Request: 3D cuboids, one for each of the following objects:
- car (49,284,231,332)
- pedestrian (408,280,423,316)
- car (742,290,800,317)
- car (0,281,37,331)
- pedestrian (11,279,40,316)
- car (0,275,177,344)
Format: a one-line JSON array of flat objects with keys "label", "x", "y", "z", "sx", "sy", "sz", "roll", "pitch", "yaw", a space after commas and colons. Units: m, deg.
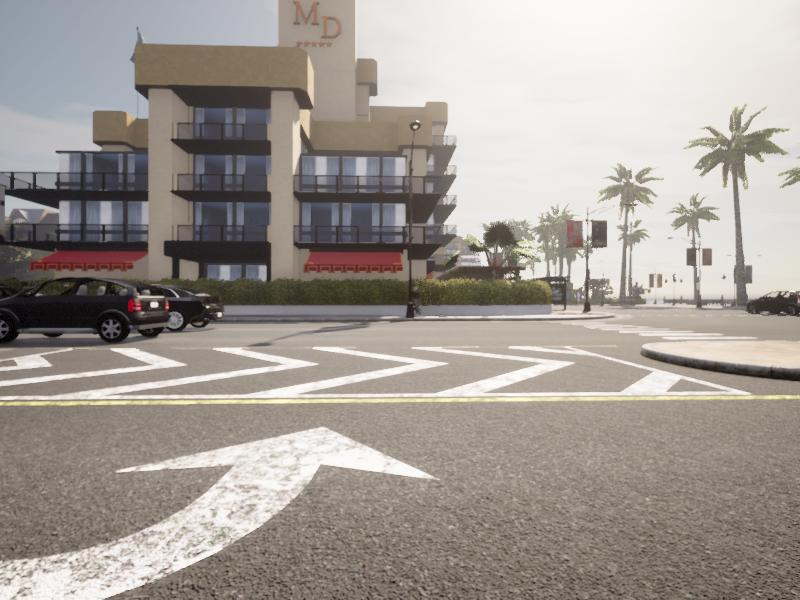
[{"label": "car", "x": -8.495, "y": 0.244, "z": 13.414, "sx": 4.892, "sy": 1.490, "sz": 1.837, "roll": 0, "pitch": 0, "yaw": -2}, {"label": "pedestrian", "x": 0.787, "y": -0.115, "z": 20.924, "sx": 0.751, "sy": 1.860, "sz": 0.751, "roll": 0, "pitch": 0, "yaw": -2}, {"label": "car", "x": 24.921, "y": 0.191, "z": 26.051, "sx": 1.851, "sy": 1.617, "sz": 3.988, "roll": 0, "pitch": 0, "yaw": 0}, {"label": "car", "x": -14.855, "y": 0.187, "z": 13.206, "sx": 3.988, "sy": 1.617, "sz": 1.851, "roll": 0, "pitch": 0, "yaw": -2}, {"label": "pedestrian", "x": -18.941, "y": -0.117, "z": 20.250, "sx": 0.751, "sy": 1.860, "sz": 0.751, "roll": 0, "pitch": 0, "yaw": -2}, {"label": "car", "x": -7.892, "y": 0.214, "z": 9.932, "sx": 3.705, "sy": 1.549, "sz": 1.789, "roll": 0, "pitch": 0, "yaw": -2}]
